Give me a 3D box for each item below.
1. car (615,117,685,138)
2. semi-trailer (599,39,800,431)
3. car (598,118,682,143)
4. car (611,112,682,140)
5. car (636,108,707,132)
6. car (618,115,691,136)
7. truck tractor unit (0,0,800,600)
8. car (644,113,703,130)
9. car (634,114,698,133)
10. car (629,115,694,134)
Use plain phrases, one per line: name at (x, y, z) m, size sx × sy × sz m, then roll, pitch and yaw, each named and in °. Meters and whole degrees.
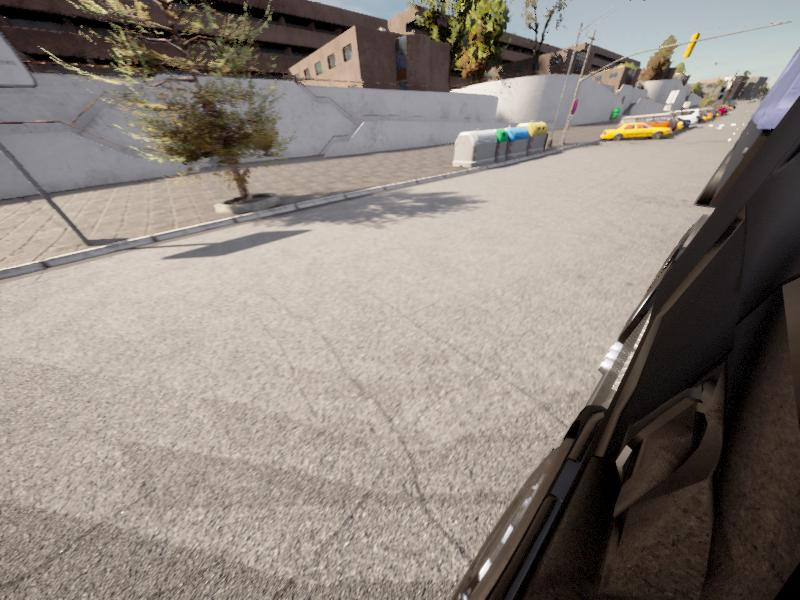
car at (27.636, -19.259, 25.853) m, size 4.792 × 1.488 × 2.163 m, roll 16°, pitch 41°, yaw 26°
semi-trailer at (8.675, -3.615, 4.259) m, size 14.254 × 4.402 × 2.717 m, roll -28°, pitch 43°, yaw -30°
car at (23.278, -16.709, 22.822) m, size 5.366 × 1.575 × 1.946 m, roll 16°, pitch 40°, yaw 26°
car at (25.476, -18.169, 24.182) m, size 4.442 × 1.987 × 1.878 m, roll 16°, pitch 40°, yaw 26°
car at (36.704, -24.533, 31.537) m, size 5.566 × 2.045 × 2.435 m, roll 16°, pitch 41°, yaw 26°
car at (29.771, -20.588, 27.364) m, size 5.366 × 1.575 × 1.946 m, roll 16°, pitch 41°, yaw 26°
truck tractor unit at (2.645, -0.295, 0.352) m, size 6.516 × 4.208 × 3.053 m, roll -28°, pitch 44°, yaw -30°
car at (39.019, -25.588, 33.151) m, size 4.892 × 1.521 × 2.231 m, roll 16°, pitch 40°, yaw 26°
car at (34.475, -23.069, 30.216) m, size 5.008 × 1.535 × 2.097 m, roll 16°, pitch 40°, yaw 26°
car at (32.209, -21.800, 28.745) m, size 4.892 × 1.521 × 2.231 m, roll 16°, pitch 41°, yaw 26°
